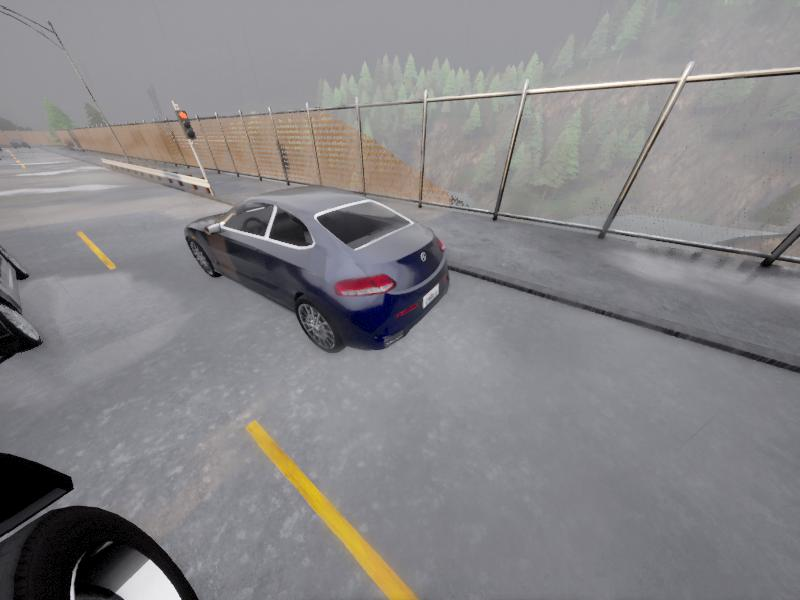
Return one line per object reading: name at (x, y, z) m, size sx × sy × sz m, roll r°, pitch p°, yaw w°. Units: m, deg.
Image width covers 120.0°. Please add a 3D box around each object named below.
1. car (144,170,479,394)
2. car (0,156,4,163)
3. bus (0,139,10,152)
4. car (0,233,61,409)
car at (-1.659, -1.001, 3.924) m, size 5.027 × 1.651 × 2.152 m, roll 22°, pitch 41°, yaw 28°
car at (-43.621, -15.229, 23.849) m, size 5.027 × 1.651 × 2.152 m, roll 22°, pitch 41°, yaw 28°
bus at (-71.551, -27.722, 39.135) m, size 10.273 × 4.253 × 3.944 m, roll 21°, pitch 40°, yaw 28°
car at (-6.538, -0.173, 2.720) m, size 5.238 × 1.638 × 1.930 m, roll 22°, pitch 41°, yaw 28°
